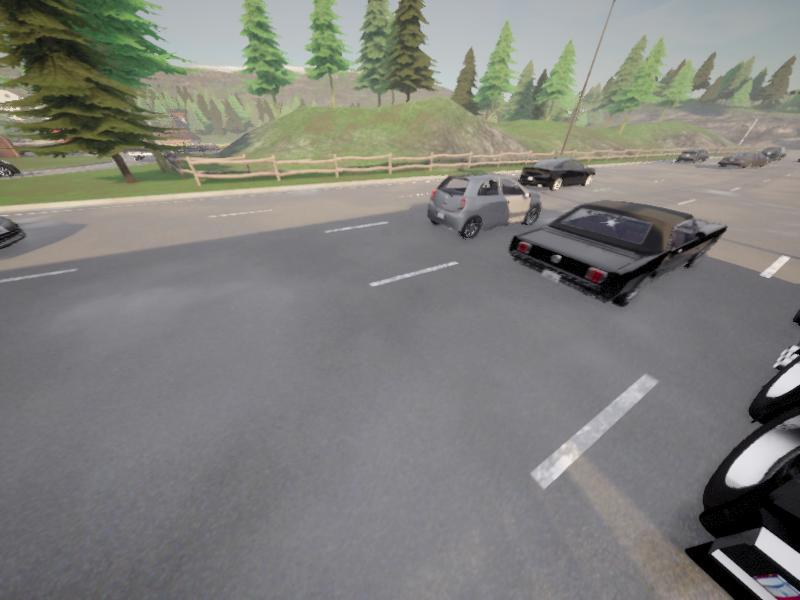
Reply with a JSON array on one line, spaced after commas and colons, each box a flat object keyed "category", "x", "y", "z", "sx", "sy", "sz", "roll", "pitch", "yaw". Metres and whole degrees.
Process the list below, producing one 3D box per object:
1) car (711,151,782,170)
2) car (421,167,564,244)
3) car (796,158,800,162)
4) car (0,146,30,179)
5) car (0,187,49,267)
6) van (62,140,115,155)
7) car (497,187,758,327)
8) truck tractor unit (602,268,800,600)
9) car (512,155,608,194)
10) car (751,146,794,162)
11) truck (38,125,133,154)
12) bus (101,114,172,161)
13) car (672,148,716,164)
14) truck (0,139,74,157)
[{"category": "car", "x": 35.332, "y": -14.269, "z": 23.582, "sx": 5.357, "sy": 1.411, "sz": 2.033, "roll": -10, "pitch": 36, "yaw": -15}, {"category": "car", "x": 2.716, "y": -3.053, "z": 7.072, "sx": 3.633, "sy": 1.501, "sz": 1.845, "roll": -17, "pitch": 38, "yaw": -23}, {"category": "car", "x": 56.639, "y": -19.550, "z": 31.372, "sx": 4.181, "sy": 1.385, "sz": 1.994, "roll": -17, "pitch": 38, "yaw": -23}, {"category": "car", "x": -27.722, "y": -8.344, "z": 14.194, "sx": 2.097, "sy": 1.767, "sz": 4.553, "roll": 7, "pitch": 36, "yaw": 10}, {"category": "car", "x": -10.724, "y": -1.231, "z": 4.275, "sx": 3.988, "sy": 1.617, "sz": 1.851, "roll": -17, "pitch": 38, "yaw": -23}, {"category": "van", "x": -51.075, "y": -25.194, "z": 38.041, "sx": 4.442, "sy": 1.987, "sz": 1.775, "roll": -17, "pitch": 38, "yaw": -23}, {"category": "car", "x": 4.553, "y": -1.244, "z": 4.694, "sx": 4.718, "sy": 1.301, "sz": 1.895, "roll": -17, "pitch": 38, "yaw": -23}, {"category": "truck tractor unit", "x": 5.116, "y": -0.295, "z": 0.776, "sx": 6.516, "sy": 4.208, "sz": 3.053, "roll": -18, "pitch": 39, "yaw": -24}, {"category": "car", "x": 9.135, "y": -7.304, "z": 13.228, "sx": 5.008, "sy": 1.535, "sz": 1.882, "roll": -17, "pitch": 39, "yaw": -23}, {"category": "car", "x": 53.223, "y": -20.952, "z": 32.985, "sx": 4.553, "sy": 1.767, "sz": 2.097, "roll": -17, "pitch": 38, "yaw": -23}, {"category": "truck", "x": -53.371, "y": -27.525, "z": 39.757, "sx": 8.468, "sy": 3.827, "sz": 2.891, "roll": -17, "pitch": 38, "yaw": -23}, {"category": "bus", "x": -33.171, "y": -20.707, "z": 29.757, "sx": 3.944, "sy": 4.253, "sz": 10.273, "roll": -24, "pitch": 42, "yaw": -32}, {"category": "car", "x": 36.891, "y": -18.102, "z": 28.987, "sx": 4.514, "sy": 1.525, "sz": 2.007, "roll": -17, "pitch": 38, "yaw": -23}, {"category": "truck", "x": -53.490, "y": -22.230, "z": 33.662, "sx": 6.274, "sy": 2.098, "sz": 2.390, "roll": -17, "pitch": 38, "yaw": -23}]
